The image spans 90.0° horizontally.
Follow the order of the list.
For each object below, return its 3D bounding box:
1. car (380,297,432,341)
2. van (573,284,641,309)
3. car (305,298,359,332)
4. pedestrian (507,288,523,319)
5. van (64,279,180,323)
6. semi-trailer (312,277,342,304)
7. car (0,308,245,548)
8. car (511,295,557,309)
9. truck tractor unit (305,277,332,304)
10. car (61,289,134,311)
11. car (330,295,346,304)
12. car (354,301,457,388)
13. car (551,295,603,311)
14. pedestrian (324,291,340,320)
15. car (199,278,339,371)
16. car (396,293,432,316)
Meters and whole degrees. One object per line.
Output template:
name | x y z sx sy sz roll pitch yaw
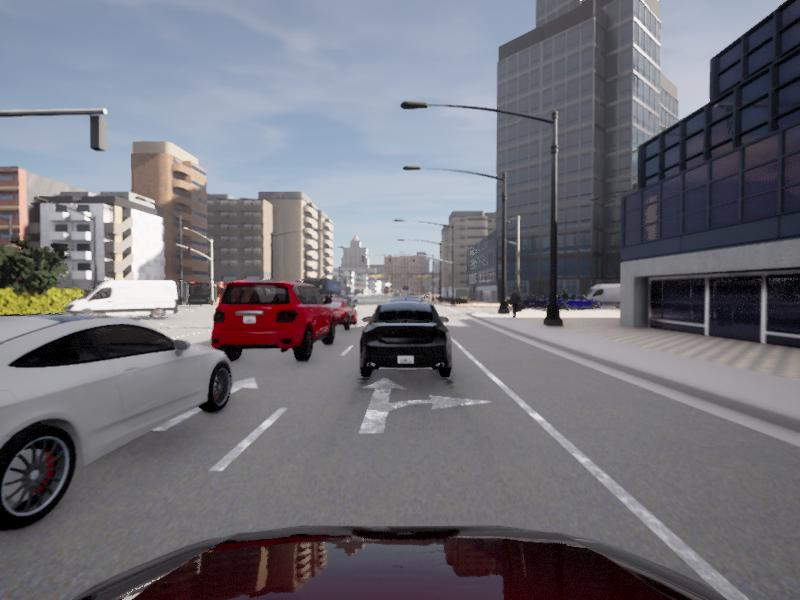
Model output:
car | 0.251 0.660 17.088 1.882 1.535 5.008 0 1 1
van | 21.361 -0.357 41.490 5.915 2.561 1.988 0 1 1
car | -3.237 0.655 19.902 1.812 1.442 4.674 0 1 1
pedestrian | 6.930 0.209 24.144 0.751 1.860 0.751 0 1 5
van | -17.672 0.004 25.679 5.915 2.561 1.988 -1 1 -38
semi-trailer | -12.986 -1.668 72.567 2.717 4.402 14.254 0 1 0
car | -3.444 0.859 4.141 1.812 1.442 4.674 0 0 1
car | 13.883 0.173 41.669 4.193 1.474 1.816 0 1 1
truck tractor unit | -13.054 -1.499 64.656 3.053 4.208 6.516 0 0 1
car | -29.519 -0.041 39.129 5.566 2.045 2.150 0 1 1
car | -9.604 -0.107 62.341 1.816 1.474 4.193 0 1 1
car | 0.136 0.802 9.608 1.837 1.490 4.892 0 1 1
car | 16.803 0.254 38.110 4.193 1.474 1.816 0 1 1
pedestrian | -4.439 0.313 26.072 0.751 1.860 0.751 1 2 42
car | -3.338 0.498 11.667 2.150 2.045 5.566 0 1 1
car | 1.264 0.307 32.393 1.930 1.638 5.238 0 2 13
